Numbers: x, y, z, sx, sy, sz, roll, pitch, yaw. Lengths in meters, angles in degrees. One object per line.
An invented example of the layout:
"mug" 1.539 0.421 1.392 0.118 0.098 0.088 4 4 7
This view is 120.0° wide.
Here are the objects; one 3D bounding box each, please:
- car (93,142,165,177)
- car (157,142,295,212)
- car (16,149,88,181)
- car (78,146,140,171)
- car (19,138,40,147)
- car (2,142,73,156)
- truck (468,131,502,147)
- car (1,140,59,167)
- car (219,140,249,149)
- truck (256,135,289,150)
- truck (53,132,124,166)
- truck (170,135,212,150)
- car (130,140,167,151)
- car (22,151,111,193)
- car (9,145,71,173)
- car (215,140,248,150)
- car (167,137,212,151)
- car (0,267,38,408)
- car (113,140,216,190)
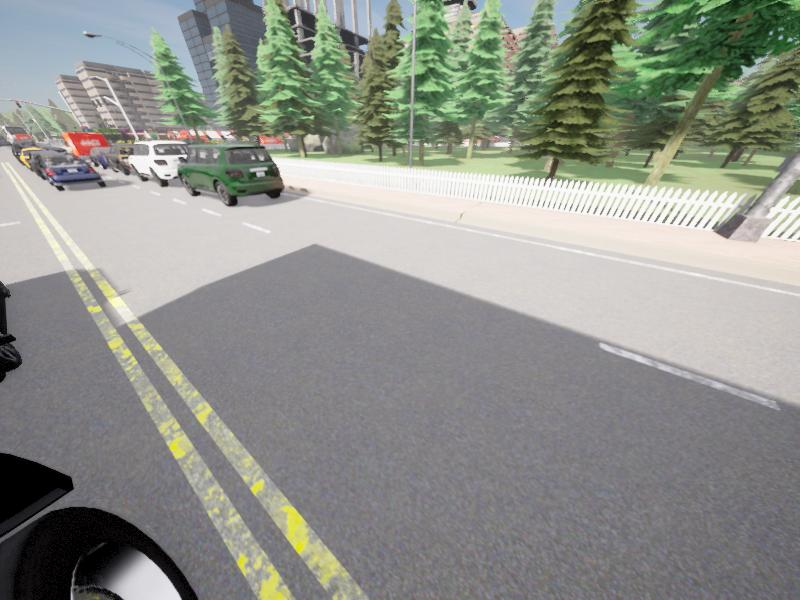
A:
"car" -19.383 -10.161 16.555 4.605 1.855 1.932 22 40 27
"car" -7.371 -5.452 9.819 5.566 2.045 2.150 21 40 27
"car" -22.530 -8.803 14.955 4.193 1.474 1.816 22 40 27
"car" -24.772 -12.143 19.671 4.792 1.488 2.163 22 40 27
"car" -87.817 -37.302 54.756 5.238 1.638 1.930 22 40 27
"car" -49.392 -20.727 31.669 4.792 1.488 2.163 -11 37 -16
"truck" 25.495 -48.771 69.886 8.468 3.827 2.891 -1 35 -2
"car" -34.102 -13.576 21.290 4.605 1.855 1.932 22 40 27
"car" -37.578 -35.351 52.361 2.033 1.649 4.856 21 40 26
"truck" -27.151 -33.799 49.520 2.627 2.467 5.204 21 40 26
"truck" -30.033 -14.641 22.319 5.204 2.467 2.627 22 40 27
"truck" -41.989 -31.780 46.556 2.627 2.467 5.204 21 40 26
"car" -45.746 -28.186 42.167 1.851 1.617 3.988 22 41 28
"car" -17.314 -6.762 12.029 3.705 1.549 1.789 22 40 27
"car" -28.291 -11.140 18.136 5.366 1.575 1.801 22 40 27
"car" -35.852 -33.125 49.316 2.038 1.542 4.974 21 40 26
"car" -39.904 -29.749 44.047 2.150 2.045 5.566 21 40 26
"car" -6.035 0.213 2.298 3.806 1.475 1.970 22 41 28
"car" -13.400 -7.848 13.173 5.566 2.045 2.150 22 40 27
